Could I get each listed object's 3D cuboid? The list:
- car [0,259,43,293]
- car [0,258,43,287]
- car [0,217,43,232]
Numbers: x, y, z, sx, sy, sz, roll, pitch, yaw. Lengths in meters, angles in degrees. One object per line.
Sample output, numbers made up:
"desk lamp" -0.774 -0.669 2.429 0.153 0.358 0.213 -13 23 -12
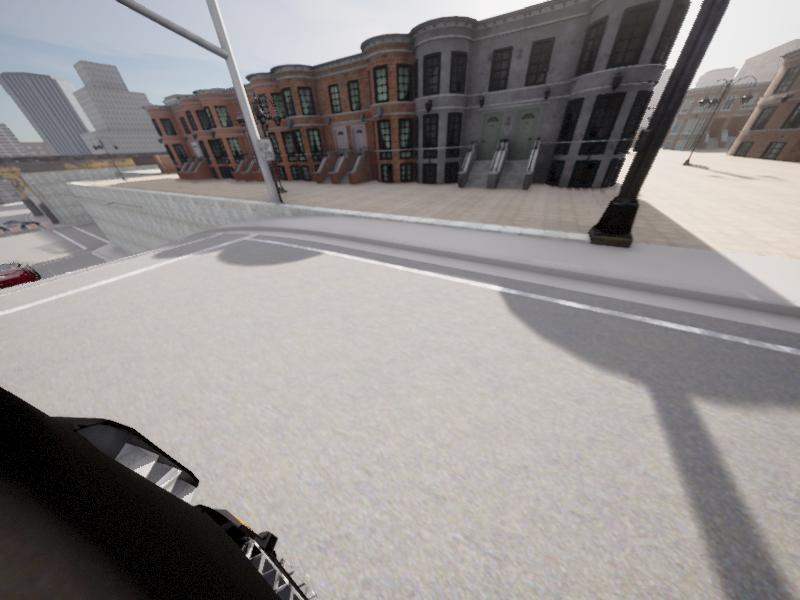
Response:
"car" -23.728 -1.326 13.863 4.181 1.385 1.994 3 31 34
"car" -37.979 -2.791 22.887 4.605 1.855 1.932 10 35 30
"car" -74.985 -14.821 45.299 4.974 1.542 2.038 -20 37 -24
